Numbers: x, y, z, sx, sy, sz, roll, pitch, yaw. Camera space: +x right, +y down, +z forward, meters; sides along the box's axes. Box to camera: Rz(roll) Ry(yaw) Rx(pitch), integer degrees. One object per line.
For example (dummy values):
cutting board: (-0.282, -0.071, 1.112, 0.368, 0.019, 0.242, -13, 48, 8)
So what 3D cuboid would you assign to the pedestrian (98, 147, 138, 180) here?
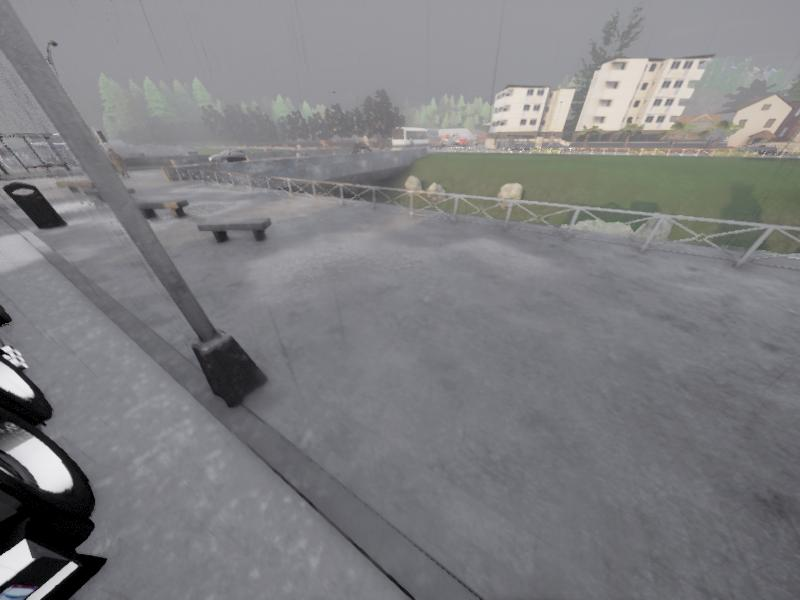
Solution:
pedestrian: (-18.795, -9.122, 15.446, 0.751, 1.860, 0.751, 16, 38, 22)

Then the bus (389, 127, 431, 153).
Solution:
bus: (2.426, -34.317, 49.628, 3.944, 4.253, 10.273, 20, 40, 29)

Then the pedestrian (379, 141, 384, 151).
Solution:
pedestrian: (-4.353, -35.801, 53.687, 0.751, 1.860, 0.751, 26, 43, 33)

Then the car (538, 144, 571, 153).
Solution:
car: (31.130, -30.665, 46.587, 5.357, 1.411, 2.033, 18, 39, 25)

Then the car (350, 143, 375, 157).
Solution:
car: (-6.150, -24.992, 38.351, 1.905, 1.878, 3.866, 18, 38, 25)

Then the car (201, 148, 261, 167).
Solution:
car: (-19.205, -16.428, 26.502, 2.128, 1.511, 4.902, 19, 39, 25)

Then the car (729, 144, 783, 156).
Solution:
car: (54.339, -23.028, 35.380, 3.806, 1.475, 1.970, 18, 39, 25)

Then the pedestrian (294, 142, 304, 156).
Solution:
pedestrian: (-16.789, -25.045, 38.340, 0.751, 1.860, 0.751, 19, 39, 25)

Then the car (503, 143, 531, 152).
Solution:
car: (25.018, -32.638, 49.397, 4.892, 1.490, 1.837, 19, 39, 25)

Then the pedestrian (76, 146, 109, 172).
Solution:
pedestrian: (-26.581, -12.225, 19.999, 0.751, 1.860, 0.751, 8, 36, 12)

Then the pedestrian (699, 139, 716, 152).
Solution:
pedestrian: (53.425, -26.801, 40.180, 0.751, 1.860, 0.751, 12, 37, 17)

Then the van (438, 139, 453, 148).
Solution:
van: (14.632, -50.179, 73.898, 2.351, 2.431, 6.366, 18, 39, 25)

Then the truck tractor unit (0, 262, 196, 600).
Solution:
truck tractor unit: (-5.108, -0.302, 0.790, 6.516, 4.208, 3.053, 18, 39, 24)
